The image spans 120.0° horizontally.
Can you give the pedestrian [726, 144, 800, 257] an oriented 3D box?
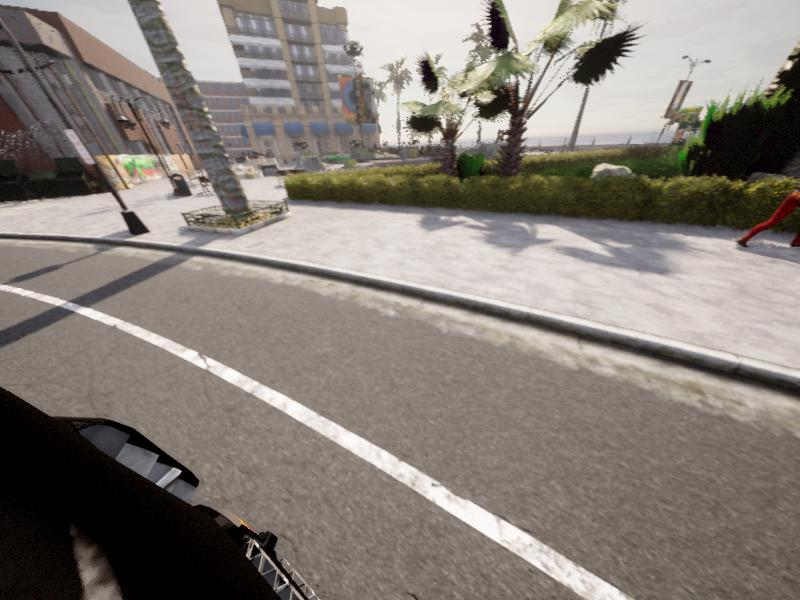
[{"bbox_3d":[7.311,-1.806,4.124,0.751,1.860,0.751,9,35,17],"label":"pedestrian"}]
